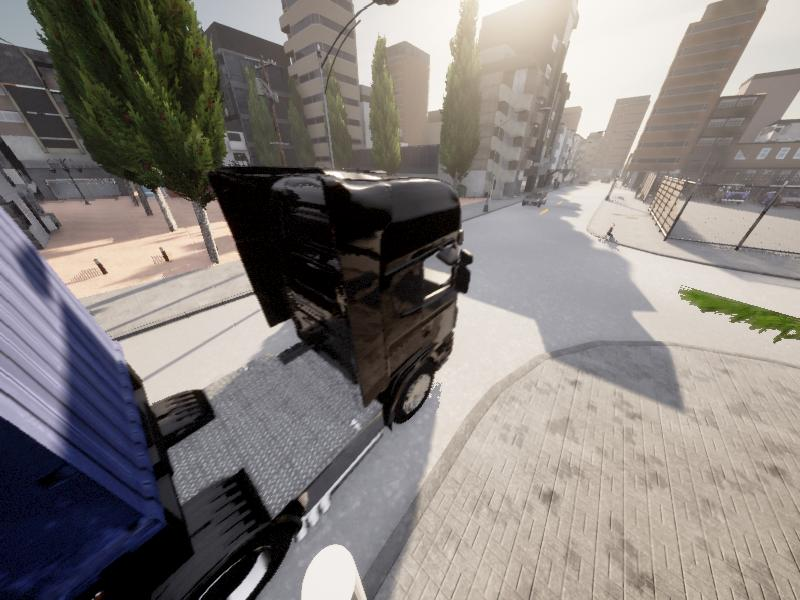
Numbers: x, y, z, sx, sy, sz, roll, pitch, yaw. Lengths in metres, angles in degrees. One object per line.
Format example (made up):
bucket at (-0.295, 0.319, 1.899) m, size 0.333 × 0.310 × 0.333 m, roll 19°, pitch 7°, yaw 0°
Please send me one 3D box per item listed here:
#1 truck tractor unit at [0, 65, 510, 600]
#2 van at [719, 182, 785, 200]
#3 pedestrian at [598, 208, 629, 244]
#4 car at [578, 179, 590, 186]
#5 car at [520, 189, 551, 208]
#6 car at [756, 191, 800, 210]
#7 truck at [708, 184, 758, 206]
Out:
truck tractor unit at (-1.855, 0.631, 2.691) m, size 3.053 × 4.208 × 6.516 m, roll 23°, pitch 37°, yaw 34°
van at (50.099, -15.671, 33.109) m, size 4.480 × 2.038 × 2.069 m, roll 23°, pitch 37°, yaw 34°
pedestrian at (12.595, -4.378, 13.680) m, size 0.751 × 1.860 × 0.751 m, roll 22°, pitch 36°, yaw 33°
car at (49.013, -31.361, 61.455) m, size 1.895 × 1.301 × 4.718 m, roll 23°, pitch 37°, yaw 34°
car at (16.042, -12.014, 27.288) m, size 2.007 × 1.525 × 4.514 m, roll 23°, pitch 37°, yaw 34°
car at (43.557, -11.395, 26.194) m, size 2.033 × 1.415 × 5.357 m, roll 23°, pitch 37°, yaw 34°
truck at (40.630, -13.001, 28.353) m, size 2.069 × 2.038 × 4.478 m, roll 23°, pitch 37°, yaw 34°
